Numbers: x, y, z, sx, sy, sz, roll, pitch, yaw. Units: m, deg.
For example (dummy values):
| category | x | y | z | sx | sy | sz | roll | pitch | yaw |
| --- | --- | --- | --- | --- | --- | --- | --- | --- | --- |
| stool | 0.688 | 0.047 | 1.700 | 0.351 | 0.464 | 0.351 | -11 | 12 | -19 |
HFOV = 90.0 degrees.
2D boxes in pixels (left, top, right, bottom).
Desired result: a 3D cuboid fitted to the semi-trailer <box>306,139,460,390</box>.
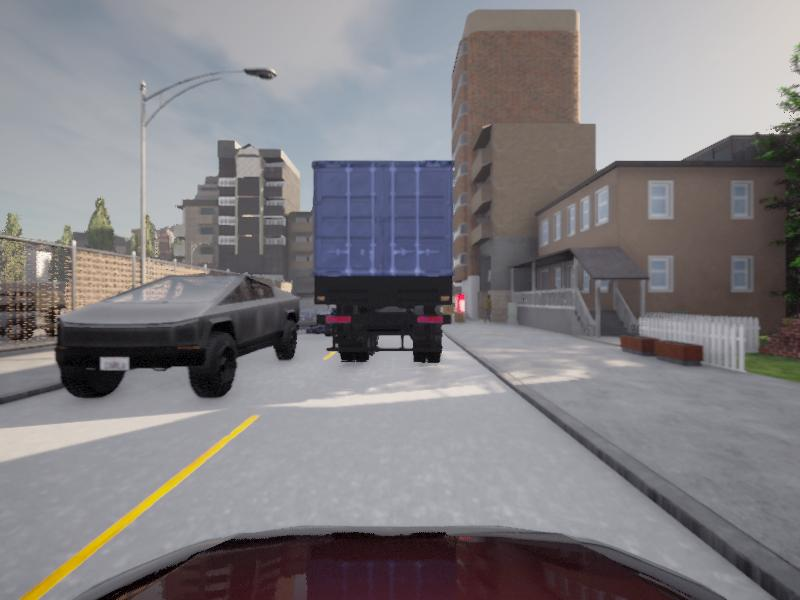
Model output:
| category | x | y | z | sx | sy | sz | roll | pitch | yaw |
| --- | --- | --- | --- | --- | --- | --- | --- | --- | --- |
| semi-trailer | -0.143 | -0.618 | 14.175 | 2.717 | 4.402 | 14.254 | 0 | 0 | 1 |

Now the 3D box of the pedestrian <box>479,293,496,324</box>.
| category | x | y | z | sx | sy | sz | roll | pitch | yaw |
| --- | --- | --- | --- | --- | --- | --- | --- | --- | --- |
| pedestrian | 5.421 | 0.524 | 24.720 | 0.751 | 1.860 | 0.751 | 0 | 0 | -40 |

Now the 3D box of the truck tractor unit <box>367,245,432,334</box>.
| category | x | y | z | sx | sy | sz | roll | pitch | yaw |
| --- | --- | --- | --- | --- | --- | --- | --- | --- | --- |
| truck tractor unit | -0.005 | -0.519 | 22.086 | 3.053 | 4.208 | 6.516 | 0 | 0 | 0 |

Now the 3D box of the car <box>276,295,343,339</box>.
| category | x | y | z | sx | sy | sz | roll | pitch | yaw |
| --- | --- | --- | --- | --- | --- | --- | --- | --- | --- |
| car | -3.999 | 0.694 | 18.594 | 2.097 | 1.767 | 4.553 | 0 | 0 | 0 |

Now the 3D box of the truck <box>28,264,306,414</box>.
| category | x | y | z | sx | sy | sz | roll | pitch | yaw |
| --- | --- | --- | --- | --- | --- | --- | --- | --- | --- |
| truck | -3.992 | 0.542 | 8.713 | 2.390 | 2.098 | 6.274 | 0 | 0 | 0 |

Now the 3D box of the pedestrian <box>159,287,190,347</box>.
| category | x | y | z | sx | sy | sz | roll | pitch | yaw |
| --- | --- | --- | --- | --- | --- | --- | --- | --- | --- |
| pedestrian | -7.317 | 0.533 | 12.969 | 0.751 | 1.860 | 0.751 | 0 | 0 | -42 |
